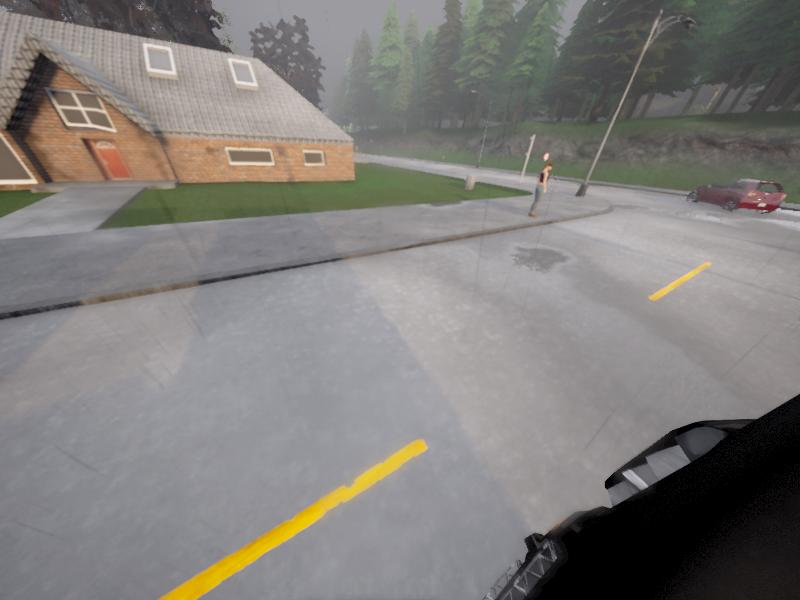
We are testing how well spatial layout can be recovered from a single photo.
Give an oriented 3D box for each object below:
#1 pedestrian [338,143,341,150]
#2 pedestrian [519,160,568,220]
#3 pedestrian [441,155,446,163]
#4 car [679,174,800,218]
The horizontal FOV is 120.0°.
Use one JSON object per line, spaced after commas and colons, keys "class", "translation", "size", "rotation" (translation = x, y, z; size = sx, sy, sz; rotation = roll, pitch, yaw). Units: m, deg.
{"class": "pedestrian", "translation": [-21.773, -55.142, 82.890], "size": [0.751, 1.860, 0.751], "rotation": [-16, 38, -26]}
{"class": "pedestrian", "translation": [5.174, -4.031, 8.479], "size": [0.751, 1.860, 0.751], "rotation": [5, 34, 2]}
{"class": "pedestrian", "translation": [7.282, -23.721, 38.822], "size": [0.500, 1.100, 0.500], "rotation": [-16, 38, -27]}
{"class": "car", "translation": [18.547, -5.917, 12.897], "size": [1.845, 1.501, 3.633], "rotation": [10, 34, 10]}
